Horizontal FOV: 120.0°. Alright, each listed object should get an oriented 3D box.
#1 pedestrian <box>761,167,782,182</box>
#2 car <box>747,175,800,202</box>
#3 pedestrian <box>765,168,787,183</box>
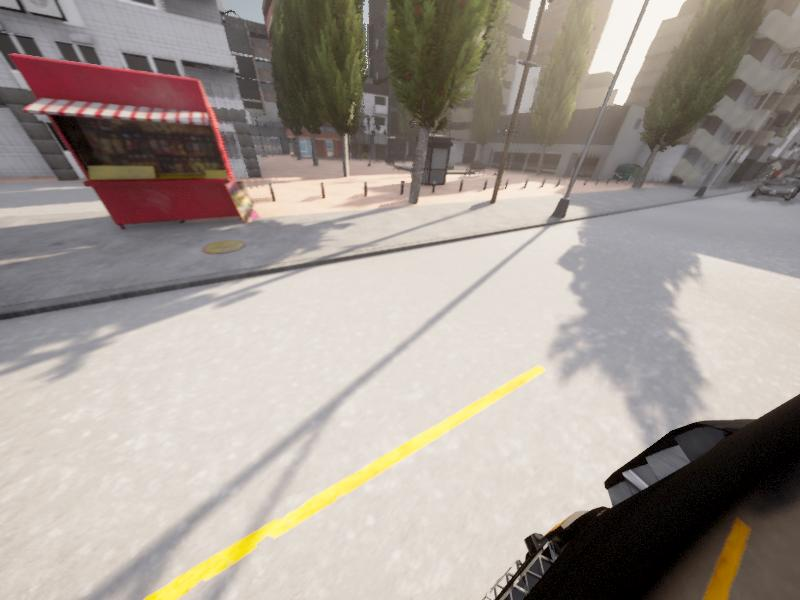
[{"bbox_3d":[56.520,-19.047,35.131,0.751,1.860,0.751,-11,36,-20],"label":"pedestrian"},{"bbox_3d":[30.524,-9.001,18.511,4.514,1.525,2.007,-16,38,-26],"label":"car"},{"bbox_3d":[54.797,-18.175,33.685,0.751,1.860,0.751,-13,37,-22],"label":"pedestrian"}]
